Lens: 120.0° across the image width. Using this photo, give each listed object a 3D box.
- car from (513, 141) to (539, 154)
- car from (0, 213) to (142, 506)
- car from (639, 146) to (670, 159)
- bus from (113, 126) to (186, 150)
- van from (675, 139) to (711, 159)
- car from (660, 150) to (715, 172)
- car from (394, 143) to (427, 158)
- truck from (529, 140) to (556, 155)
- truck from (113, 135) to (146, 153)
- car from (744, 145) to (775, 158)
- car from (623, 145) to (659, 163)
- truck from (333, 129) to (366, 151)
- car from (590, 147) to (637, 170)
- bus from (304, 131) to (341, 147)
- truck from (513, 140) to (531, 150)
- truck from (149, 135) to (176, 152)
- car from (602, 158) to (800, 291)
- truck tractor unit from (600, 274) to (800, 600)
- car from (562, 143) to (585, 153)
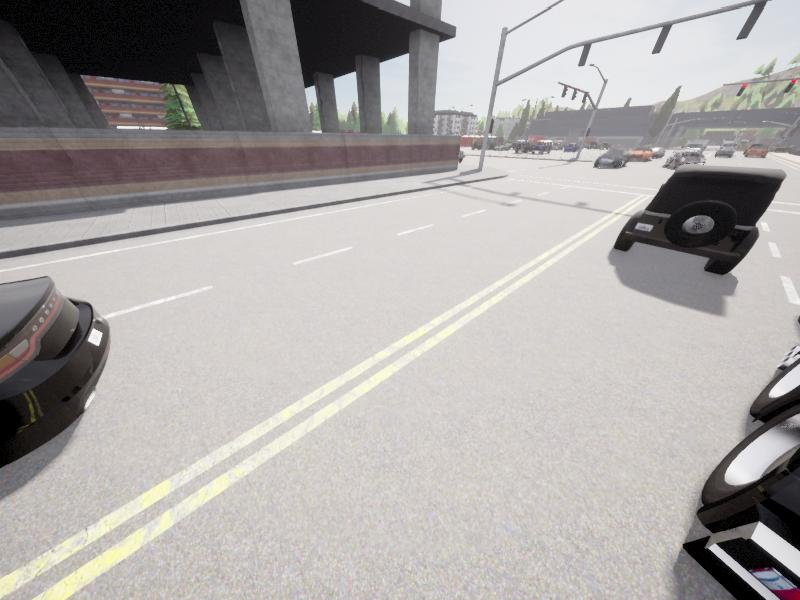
[{"bbox_3d":[23.140,-28.018,42.443,4.605,1.855,1.932,-26,42,-32],"label":"car"},{"bbox_3d":[-5.085,1.152,0.861,5.238,1.638,1.930,-26,43,-32],"label":"car"},{"bbox_3d":[39.150,-22.647,35.496,4.792,1.488,2.163,-26,43,-32],"label":"car"},{"bbox_3d":[-57.542,-37.593,53.682,10.273,4.253,3.944,-25,42,-32],"label":"bus"},{"bbox_3d":[46.556,-23.969,36.626,6.366,2.431,2.351,-26,42,-32],"label":"van"},{"bbox_3d":[27.016,-13.260,21.890,1.970,1.475,3.806,19,39,25],"label":"car"},{"bbox_3d":[1.437,-22.839,35.216,1.930,1.638,5.238,-26,43,-32],"label":"car"},{"bbox_3d":[25.057,-26.846,40.613,4.478,2.038,2.069,-26,42,-32],"label":"truck"},{"bbox_3d":[-47.536,-27.626,40.762,2.615,2.467,5.204,-26,42,-32],"label":"truck"},{"bbox_3d":[60.675,-25.240,39.127,4.553,1.767,2.097,-26,43,-32],"label":"car"},{"bbox_3d":[31.185,-18.950,29.855,4.553,1.767,2.097,-26,42,-32],"label":"car"},{"bbox_3d":[-11.379,-35.481,51.327,2.891,3.827,8.468,-26,43,-32],"label":"truck"},{"bbox_3d":[21.221,-14.121,22.937,4.856,1.649,2.033,-26,43,-32],"label":"car"},{"bbox_3d":[-25.277,-52.919,75.927,10.273,4.253,3.944,-27,43,-33],"label":"bus"},{"bbox_3d":[32.263,-40.984,60.944,4.478,2.038,2.069,-26,42,-32],"label":"truck"},{"bbox_3d":[-44.239,-29.201,43.048,2.615,2.467,5.204,-26,42,-32],"label":"truck"},{"bbox_3d":[6.883,-2.073,5.367,3.866,1.878,1.905,-26,43,-32],"label":"car"},{"bbox_3d":[5.129,-0.283,0.756,6.516,4.208,3.053,-18,39,-23],"label":"truck tractor unit"},{"bbox_3d":[36.563,-32.128,48.745,4.611,1.667,2.242,-26,42,-32],"label":"car"}]
